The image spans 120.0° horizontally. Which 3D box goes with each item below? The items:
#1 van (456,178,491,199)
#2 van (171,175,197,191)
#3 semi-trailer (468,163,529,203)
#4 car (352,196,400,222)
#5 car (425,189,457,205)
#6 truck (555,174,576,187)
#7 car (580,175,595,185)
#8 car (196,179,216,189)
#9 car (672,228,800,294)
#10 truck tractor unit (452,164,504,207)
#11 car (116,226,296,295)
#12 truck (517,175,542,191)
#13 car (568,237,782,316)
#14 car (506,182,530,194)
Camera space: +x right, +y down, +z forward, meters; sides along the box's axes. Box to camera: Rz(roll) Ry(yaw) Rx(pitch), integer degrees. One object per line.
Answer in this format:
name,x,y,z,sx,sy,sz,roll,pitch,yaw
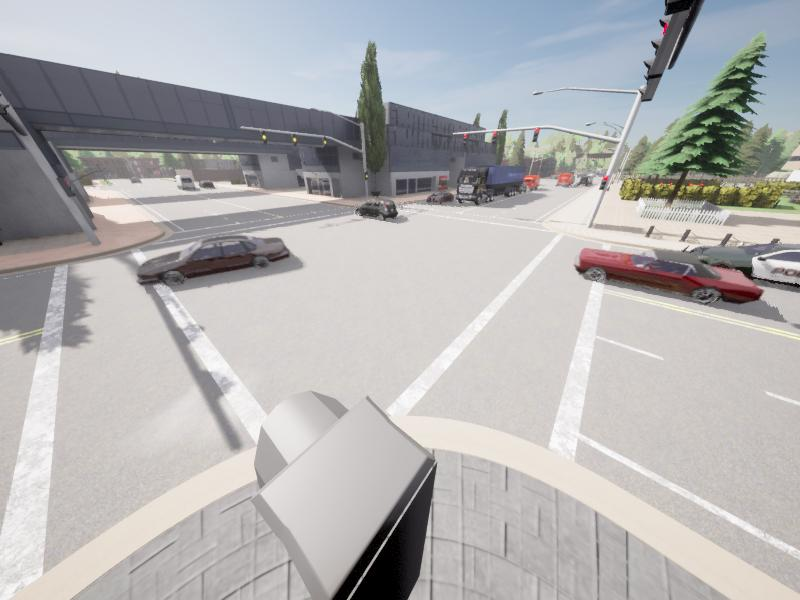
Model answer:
van,11.290,-17.150,35.282,2.351,2.431,6.366,23,37,34
van,-43.093,-23.471,46.120,5.915,2.561,1.988,23,37,34
semi-trailer,14.688,-17.315,33.578,2.717,4.402,14.254,23,37,34
car,-2.119,-8.124,20.470,3.988,1.617,1.851,22,36,32
car,5.162,-13.035,29.215,1.994,1.385,4.181,23,37,34
truck,38.987,-28.231,54.395,2.627,2.467,5.204,23,36,34
car,47.949,-30.647,59.042,2.150,2.045,5.566,23,37,34
car,-41.130,-24.567,48.917,5.238,1.638,1.930,24,38,35
car,14.717,-1.456,8.997,4.974,1.542,2.038,23,37,34
truck tractor unit,9.606,-14.193,28.377,3.053,4.208,6.516,23,37,34
car,-7.718,-1.952,9.993,5.357,1.411,2.033,-18,35,-29
truck,25.330,-22.809,45.036,2.627,2.467,5.204,23,37,34
car,9.452,-1.161,8.721,4.718,1.301,1.895,21,36,32
car,20.641,-19.678,40.430,2.242,1.667,4.611,22,37,33
